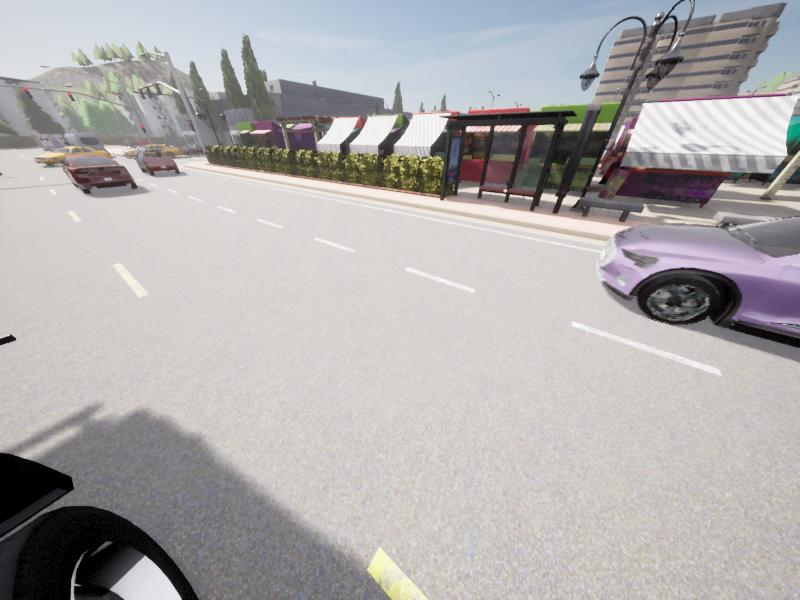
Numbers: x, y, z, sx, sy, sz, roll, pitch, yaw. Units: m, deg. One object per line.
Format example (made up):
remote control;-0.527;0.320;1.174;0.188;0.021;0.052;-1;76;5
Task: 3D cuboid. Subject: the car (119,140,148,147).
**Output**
car;-71.783;-42.300;62.357;2.152;1.651;5.027;0;35;-1

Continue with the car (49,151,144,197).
car;-15.541;-6.557;11.794;5.008;1.535;1.882;23;41;28

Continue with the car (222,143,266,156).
car;-23.293;-22.624;34.621;2.163;1.488;4.792;24;41;29

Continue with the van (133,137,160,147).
van;-68.261;-42.670;62.345;1.775;1.987;4.442;2;35;2

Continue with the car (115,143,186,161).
car;-29.641;-17.846;27.696;1.801;1.575;5.366;24;41;29

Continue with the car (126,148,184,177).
car;-17.696;-9.997;16.673;3.633;1.501;1.845;25;42;31

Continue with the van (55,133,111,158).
van;-41.246;-20.170;30.084;5.915;2.561;1.988;16;39;21

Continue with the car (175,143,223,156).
car;-28.846;-21.737;33.352;1.812;1.442;4.674;24;41;29

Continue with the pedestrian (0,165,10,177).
pedestrian;-26.370;-8.814;14.601;0.751;1.860;0.751;10;36;13

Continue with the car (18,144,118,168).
car;-30.349;-13.490;21.503;1.801;1.575;5.366;0;35;-1

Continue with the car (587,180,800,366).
car;5.690;-0.251;2.906;4.856;1.649;2.033;23;41;28

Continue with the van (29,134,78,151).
van;-65.437;-29.922;43.859;2.351;2.431;6.366;-18;39;-24
